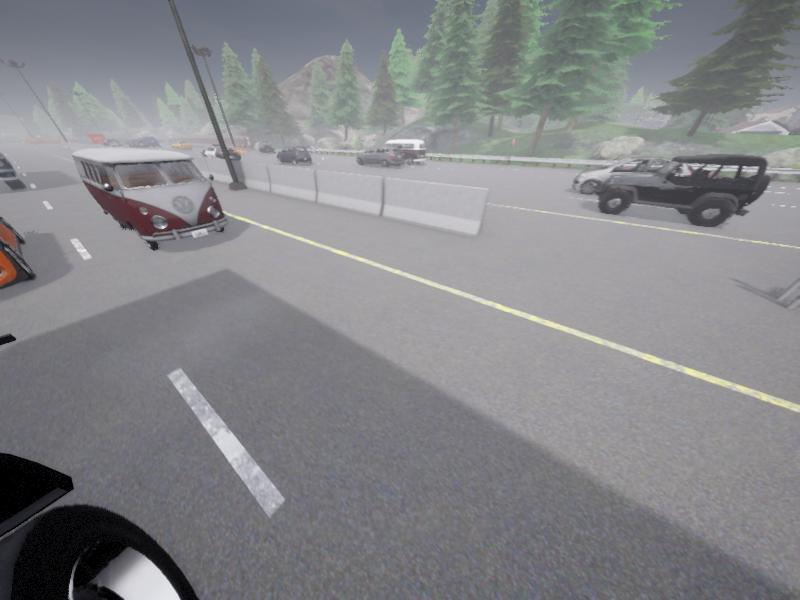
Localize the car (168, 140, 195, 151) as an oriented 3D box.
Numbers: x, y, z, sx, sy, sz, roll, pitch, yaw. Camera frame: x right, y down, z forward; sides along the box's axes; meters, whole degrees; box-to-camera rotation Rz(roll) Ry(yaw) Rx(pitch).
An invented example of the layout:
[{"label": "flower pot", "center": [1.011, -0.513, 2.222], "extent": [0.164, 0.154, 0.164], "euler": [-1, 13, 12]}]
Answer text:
[{"label": "car", "center": [-40.829, -28.852, 43.082], "extent": [5.366, 1.575, 1.801], "euler": [22, 41, 28]}]

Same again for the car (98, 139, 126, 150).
[{"label": "car", "center": [-54.944, -29.700, 44.064], "extent": [4.856, 1.649, 2.033], "euler": [22, 41, 28]}]

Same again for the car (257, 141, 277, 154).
[{"label": "car", "center": [-21.612, -24.716, 37.420], "extent": [2.038, 1.542, 4.974], "euler": [-17, 39, -25]}]

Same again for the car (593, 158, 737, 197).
[{"label": "car", "center": [13.512, -6.651, 12.338], "extent": [4.718, 1.301, 1.895], "euler": [22, 41, 28]}]

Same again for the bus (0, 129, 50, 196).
[{"label": "bus", "center": [-22.258, -7.757, 11.009], "extent": [10.273, 4.253, 3.944], "euler": [22, 41, 28]}]

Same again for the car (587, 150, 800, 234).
[{"label": "car", "center": [9.050, -3.790, 7.724], "extent": [3.866, 1.878, 1.905], "euler": [22, 41, 28]}]

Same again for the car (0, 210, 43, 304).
[{"label": "car", "center": [-8.665, -1.124, 3.862], "extent": [4.553, 1.767, 2.097], "euler": [22, 41, 28]}]

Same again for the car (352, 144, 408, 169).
[{"label": "car", "center": [-1.835, -13.063, 20.959], "extent": [4.611, 1.667, 2.242], "euler": [22, 41, 28]}]

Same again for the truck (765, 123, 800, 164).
[{"label": "truck", "center": [48.830, -17.044, 25.202], "extent": [8.468, 3.827, 2.891], "euler": [24, 42, 30]}]

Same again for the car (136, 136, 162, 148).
[{"label": "car", "center": [-55.878, -35.155, 51.447], "extent": [5.566, 2.045, 2.150], "euler": [22, 41, 28]}]

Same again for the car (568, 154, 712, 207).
[{"label": "car", "center": [10.407, -5.584, 10.527], "extent": [3.988, 1.617, 1.851], "euler": [22, 41, 28]}]

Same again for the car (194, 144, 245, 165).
[{"label": "car", "center": [-18.296, -14.789, 23.375], "extent": [4.974, 1.542, 2.038], "euler": [22, 41, 28]}]

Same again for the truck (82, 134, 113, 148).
[{"label": "truck", "center": [-64.305, -33.844, 49.134], "extent": [5.204, 2.467, 2.627], "euler": [23, 41, 29]}]

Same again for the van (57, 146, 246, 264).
[{"label": "van", "center": [-6.429, -2.753, 6.027], "extent": [4.442, 1.987, 1.775], "euler": [22, 41, 28]}]

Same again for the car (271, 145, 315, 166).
[{"label": "car", "center": [-10.323, -14.004, 22.335], "extent": [3.633, 1.501, 1.845], "euler": [22, 41, 28]}]

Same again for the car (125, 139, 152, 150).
[{"label": "car", "center": [-51.903, -30.881, 45.858], "extent": [4.611, 1.667, 2.242], "euler": [22, 41, 28]}]

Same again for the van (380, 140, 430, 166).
[{"label": "van", "center": [0.422, -14.757, 23.061], "extent": [4.480, 2.038, 2.069], "euler": [22, 41, 28]}]
